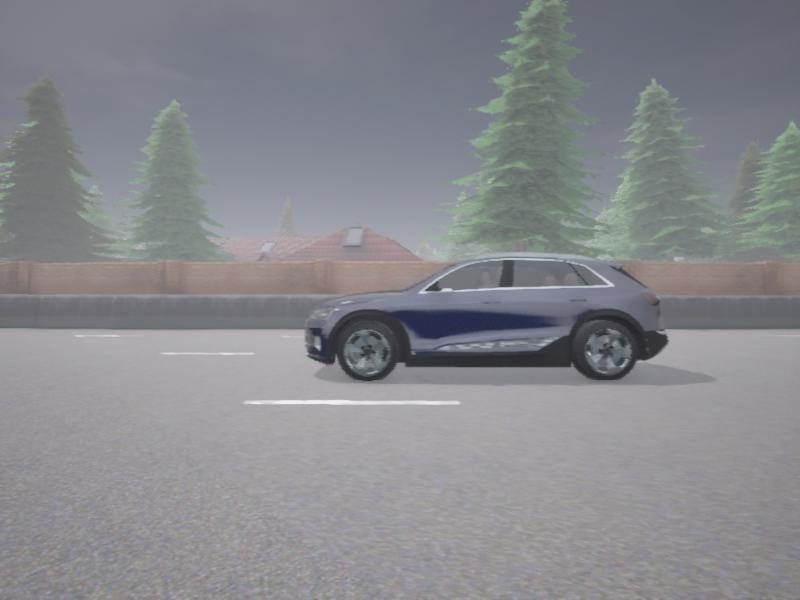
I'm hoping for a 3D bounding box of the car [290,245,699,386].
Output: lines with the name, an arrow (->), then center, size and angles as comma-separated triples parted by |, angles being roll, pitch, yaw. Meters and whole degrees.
car -> 1.124, 0.187, 5.758 | 4.856, 1.649, 2.033 | 0, 0, 0
